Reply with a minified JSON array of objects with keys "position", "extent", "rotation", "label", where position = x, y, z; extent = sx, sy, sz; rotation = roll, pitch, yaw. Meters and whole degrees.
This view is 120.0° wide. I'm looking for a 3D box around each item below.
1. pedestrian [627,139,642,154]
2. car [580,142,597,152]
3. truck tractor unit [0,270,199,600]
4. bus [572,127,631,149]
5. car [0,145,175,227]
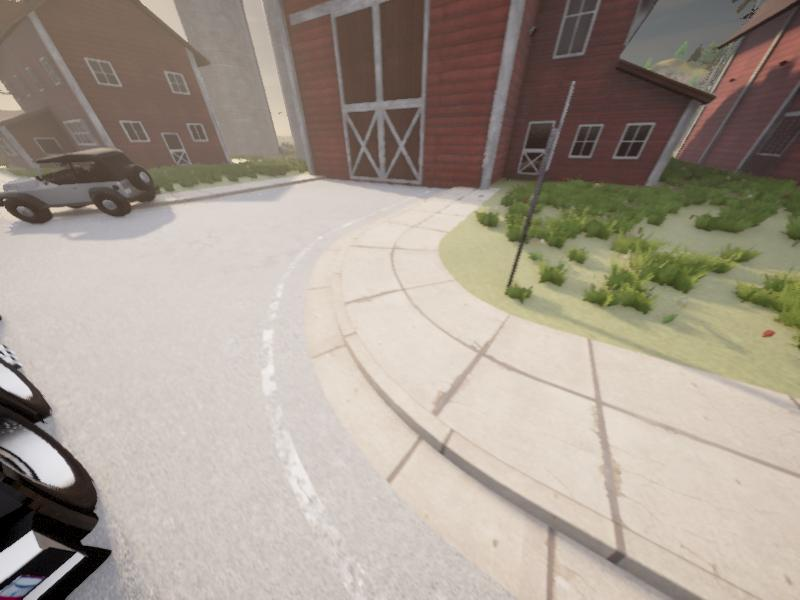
[{"position":[35.142,-22.964,34.632],"extent":[0.751,1.860,0.751],"rotation":[19,39,26],"label":"pedestrian"},{"position":[37.066,-30.087,45.471],"extent":[1.816,1.474,4.193],"rotation":[18,39,24],"label":"car"},{"position":[-5.118,-0.296,0.749],"extent":[6.516,4.208,3.053],"rotation":[18,39,23],"label":"truck tractor unit"},{"position":[49.346,-39.874,56.933],"extent":[10.273,4.253,3.944],"rotation":[-6,35,-8],"label":"bus"},{"position":[-11.098,-4.046,8.037],"extent":[3.866,1.878,1.905],"rotation":[-9,42,-9],"label":"car"}]
